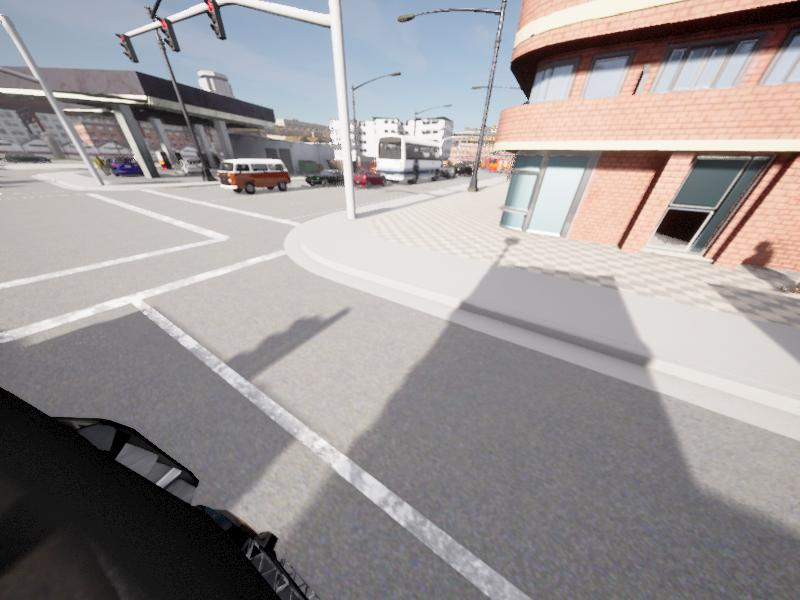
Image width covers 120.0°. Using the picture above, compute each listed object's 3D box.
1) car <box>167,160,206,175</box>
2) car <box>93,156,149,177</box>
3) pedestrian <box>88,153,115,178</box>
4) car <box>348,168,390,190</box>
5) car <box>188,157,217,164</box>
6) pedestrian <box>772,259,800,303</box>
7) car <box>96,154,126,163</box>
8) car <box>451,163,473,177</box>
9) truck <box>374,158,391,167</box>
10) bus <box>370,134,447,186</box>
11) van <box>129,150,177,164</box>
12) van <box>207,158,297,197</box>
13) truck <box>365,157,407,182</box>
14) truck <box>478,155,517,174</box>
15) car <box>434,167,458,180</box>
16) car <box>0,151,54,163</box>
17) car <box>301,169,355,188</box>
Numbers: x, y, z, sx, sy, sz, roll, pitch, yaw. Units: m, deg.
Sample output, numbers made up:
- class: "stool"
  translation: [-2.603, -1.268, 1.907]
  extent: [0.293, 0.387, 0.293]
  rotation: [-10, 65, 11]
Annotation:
- class: "car"
  translation: [-25.942, -16.113, 28.047]
  extent: [3.806, 1.475, 1.970]
  rotation: [19, 35, 26]
- class: "car"
  translation: [-28.252, -13.547, 23.390]
  extent: [4.611, 1.667, 2.242]
  rotation: [19, 35, 26]
- class: "pedestrian"
  translation: [-26.398, -11.875, 20.434]
  extent: [0.751, 1.860, 0.751]
  rotation: [23, 37, 31]
- class: "car"
  translation: [-2.706, -11.078, 20.988]
  extent: [1.845, 1.501, 3.633]
  rotation: [18, 35, 25]
- class: "car"
  translation: [-51.433, -36.321, 60.220]
  extent: [2.033, 1.411, 5.357]
  rotation: [23, 37, 30]
- class: "pedestrian"
  translation: [7.873, -0.792, 3.872]
  extent: [0.751, 1.860, 0.751]
  rotation: [19, 35, 26]
- class: "car"
  translation: [-65.230, -32.007, 52.249]
  extent: [1.789, 1.549, 3.705]
  rotation: [19, 35, 26]
- class: "car"
  translation: [11.139, -23.166, 41.119]
  extent: [2.150, 2.045, 5.566]
  rotation: [17, 34, 23]
- class: "truck"
  translation: [-5.898, -47.506, 79.955]
  extent: [5.204, 2.467, 2.627]
  rotation: [10, 32, 14]
- class: "bus"
  translation: [1.372, -15.913, 26.541]
  extent: [3.944, 4.253, 10.273]
  rotation: [18, 35, 25]
- class: "van"
  translation: [-53.952, -31.249, 50.740]
  extent: [2.351, 2.431, 6.366]
  rotation: [19, 35, 26]
- class: "van"
  translation: [-9.978, -8.624, 16.079]
  extent: [2.069, 2.038, 4.480]
  rotation: [18, 35, 24]
- class: "truck"
  translation: [-1.609, -16.046, 28.315]
  extent: [2.627, 2.467, 5.204]
  rotation: [18, 35, 25]
- class: "truck"
  translation: [25.725, -35.919, 61.161]
  extent: [8.468, 3.827, 2.891]
  rotation: [21, 36, 29]
- class: "car"
  translation: [7.110, -19.493, 35.358]
  extent: [2.038, 1.542, 4.974]
  rotation: [17, 34, 24]
- class: "car"
  translation: [-65.312, -25.045, 40.560]
  extent: [2.097, 1.767, 4.553]
  rotation: [19, 35, 26]
- class: "car"
  translation: [-6.470, -11.320, 21.420]
  extent: [1.895, 1.301, 4.718]
  rotation: [18, 35, 25]
